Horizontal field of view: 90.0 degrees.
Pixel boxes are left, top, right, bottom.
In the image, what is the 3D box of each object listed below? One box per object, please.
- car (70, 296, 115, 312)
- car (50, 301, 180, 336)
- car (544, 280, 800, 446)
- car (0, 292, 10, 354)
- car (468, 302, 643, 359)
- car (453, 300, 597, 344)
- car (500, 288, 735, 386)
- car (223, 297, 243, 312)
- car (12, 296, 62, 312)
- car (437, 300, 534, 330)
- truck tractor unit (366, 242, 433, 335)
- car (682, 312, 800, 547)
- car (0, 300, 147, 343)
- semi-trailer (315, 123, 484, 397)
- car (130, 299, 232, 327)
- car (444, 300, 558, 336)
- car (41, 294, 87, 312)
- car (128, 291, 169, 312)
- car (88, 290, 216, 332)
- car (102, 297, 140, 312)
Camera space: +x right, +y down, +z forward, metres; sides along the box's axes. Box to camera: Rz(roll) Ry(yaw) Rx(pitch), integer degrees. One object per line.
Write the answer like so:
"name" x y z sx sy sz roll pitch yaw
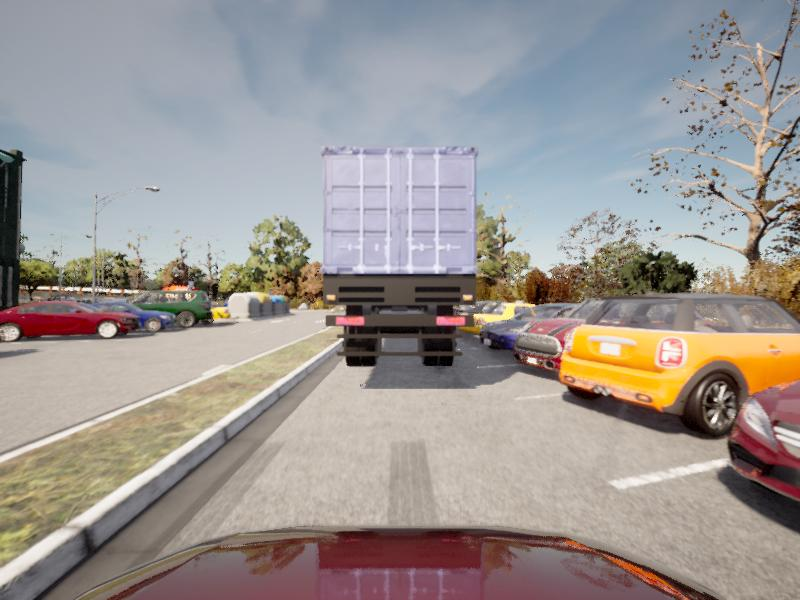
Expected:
"car" -31.973 0.433 41.772 2.231 1.521 4.892 0 -1 -19
"car" -13.339 0.826 19.094 4.674 1.452 2.002 -1 0 -20
"car" 4.789 0.696 6.053 4.553 1.767 2.185 1 0 -20
"car" -13.329 0.673 10.050 4.553 1.767 2.185 -1 0 -20
"car" 4.787 0.843 12.414 4.792 1.488 2.163 1 0 -20
"car" 4.982 0.809 15.889 5.366 1.575 1.946 1 0 -20
"car" 4.847 0.693 9.044 4.553 1.767 2.185 1 0 -20
"car" -24.425 0.673 58.659 2.435 2.045 5.566 1 -3 -19
"car" -37.958 0.433 42.021 1.946 1.575 5.366 0 -1 -19
"car" 4.811 0.802 22.608 4.892 1.521 2.231 1 0 -20
"truck tractor unit" -0.024 -0.540 21.462 3.053 4.208 6.516 0 0 0
"car" 4.825 0.865 3.081 4.674 1.452 2.002 1 0 -20
"car" -13.351 0.792 16.069 5.008 1.535 2.097 -1 0 -20
"semi-trailer" -0.014 -0.633 13.549 2.717 4.402 14.254 0 0 0
"car" -13.498 0.756 25.070 5.366 1.575 1.946 -1 1 -20
"car" 4.802 0.807 19.213 4.892 1.521 2.231 1 0 -20
"car" -34.924 0.306 41.785 2.185 1.767 4.553 0 -1 -19
"car" -26.040 0.179 41.685 2.435 2.045 5.566 1 -1 -19
"car" -13.358 0.523 22.094 5.566 2.045 2.435 -1 1 -20
"car" -29.015 0.471 41.740 2.002 1.452 4.674 1 -1 -19
